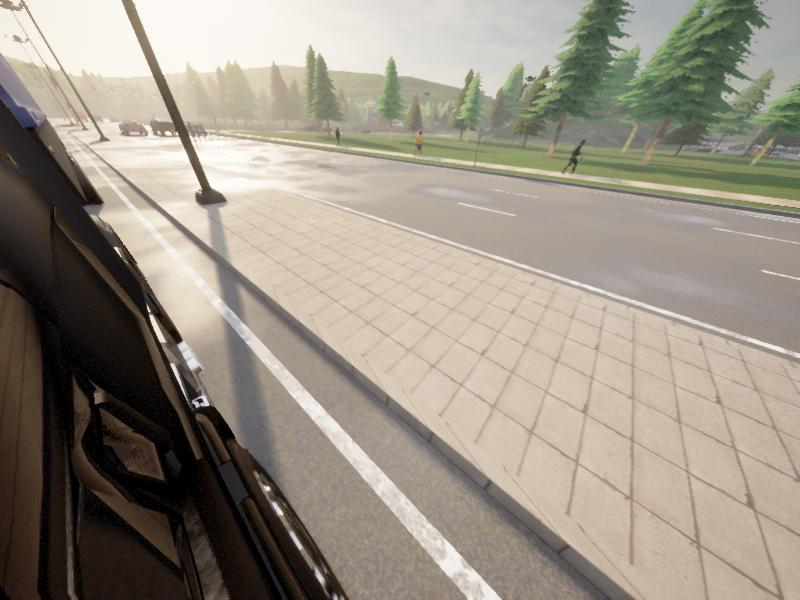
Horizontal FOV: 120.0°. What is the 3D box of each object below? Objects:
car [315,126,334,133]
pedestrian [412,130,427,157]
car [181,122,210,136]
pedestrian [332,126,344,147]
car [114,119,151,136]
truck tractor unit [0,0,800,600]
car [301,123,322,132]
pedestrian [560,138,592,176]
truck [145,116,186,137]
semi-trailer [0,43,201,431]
[{"bbox_3d":[-22.259,-50.098,67.982,1.837,1.490,4.892,28,44,30],"label":"car"},{"bbox_3d":[1.656,-13.425,19.845,0.751,1.860,0.751,29,44,31],"label":"pedestrian"},{"bbox_3d":[-31.177,-26.069,35.239,3.988,1.617,1.851,28,44,30],"label":"car"},{"bbox_3d":[-6.824,-17.997,25.436,0.751,1.860,0.751,29,44,30],"label":"pedestrian"},{"bbox_3d":[-36.007,-23.167,31.054,5.027,1.651,2.152,28,44,30],"label":"car"},{"bbox_3d":[-2.645,-0.295,0.351,6.516,4.208,3.053,28,44,30],"label":"truck tractor unit"},{"bbox_3d":[-27.386,-53.316,71.521,2.150,2.045,5.566,28,44,30],"label":"car"},{"bbox_3d":[10.596,-8.584,13.922,0.751,1.860,0.751,30,44,31],"label":"pedestrian"},{"bbox_3d":[-33.458,-24.746,32.922,6.274,2.098,2.390,28,44,30],"label":"truck"},{"bbox_3d":[-8.694,-3.601,4.241,14.254,4.402,2.717,28,44,30],"label":"semi-trailer"}]
